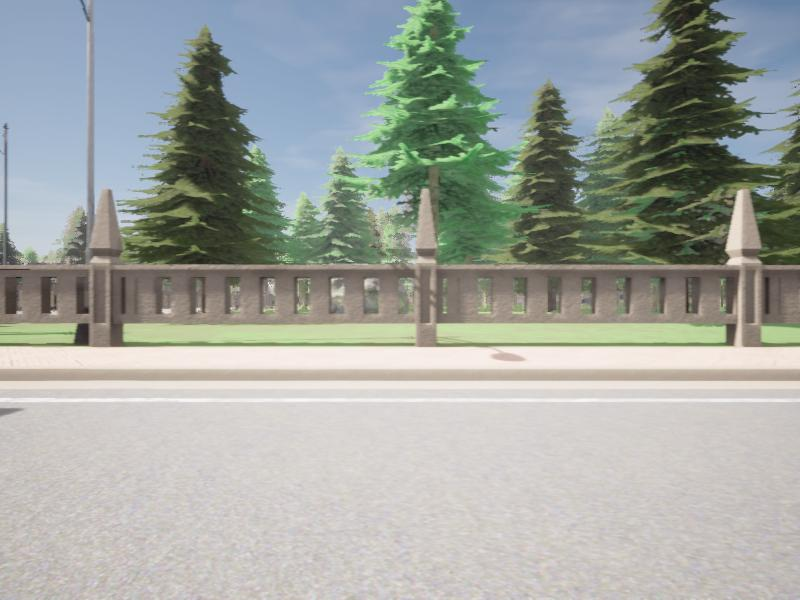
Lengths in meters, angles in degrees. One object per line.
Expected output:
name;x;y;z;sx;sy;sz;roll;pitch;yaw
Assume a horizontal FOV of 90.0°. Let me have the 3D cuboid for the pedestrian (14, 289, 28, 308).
pedestrian;-37.881;-0.135;39.968;0.751;1.860;0.751;0;0;24
